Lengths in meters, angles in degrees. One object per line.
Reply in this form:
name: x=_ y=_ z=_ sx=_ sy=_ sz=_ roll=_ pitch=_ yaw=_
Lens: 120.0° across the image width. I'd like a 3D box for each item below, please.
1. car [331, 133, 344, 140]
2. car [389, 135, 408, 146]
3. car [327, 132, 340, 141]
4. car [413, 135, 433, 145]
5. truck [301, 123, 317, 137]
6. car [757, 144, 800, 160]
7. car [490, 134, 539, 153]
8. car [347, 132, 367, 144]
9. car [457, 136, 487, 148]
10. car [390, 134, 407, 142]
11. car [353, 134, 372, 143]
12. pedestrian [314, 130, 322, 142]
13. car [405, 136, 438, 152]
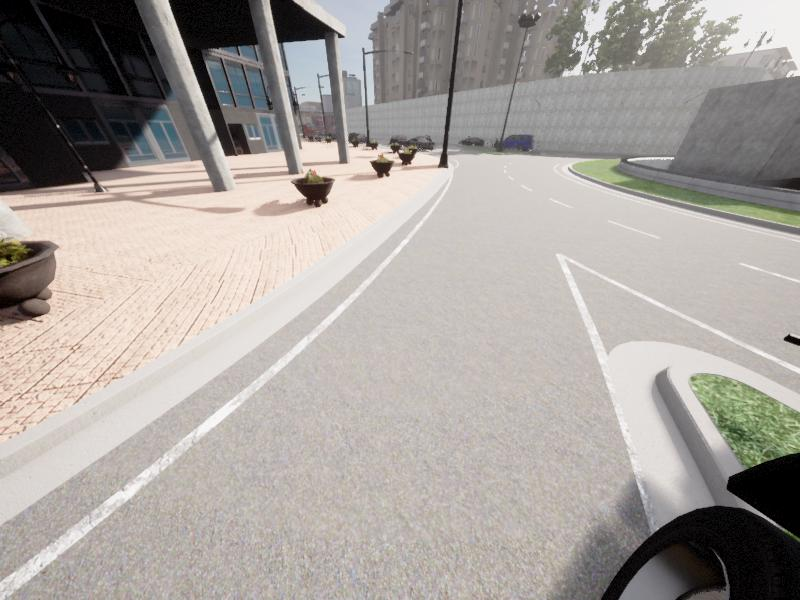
car: x=-17.396 y=-45.399 z=64.018 sx=1.994 sy=1.385 sz=4.181 roll=-19 pitch=41 yaw=-25
car: x=-0.266 y=-28.872 z=41.810 sx=1.845 sy=1.501 sz=3.633 roll=-19 pitch=41 yaw=-25
car: x=-16.642 y=-40.752 z=57.588 sx=1.851 sy=1.617 sz=3.988 roll=-19 pitch=41 yaw=-25
car: x=4.470 y=-32.098 z=46.253 sx=1.851 sy=1.617 sz=3.988 roll=-19 pitch=41 yaw=-25
truck: x=-33.071 y=-61.627 z=83.677 sx=2.891 sy=3.827 sz=8.468 roll=-19 pitch=41 yaw=-25
car: x=50.390 y=-19.739 z=30.711 sx=5.027 sy=1.651 sz=2.152 roll=-19 pitch=41 yaw=-25
car: x=16.357 y=-22.566 z=33.190 sx=2.150 sy=2.045 sz=5.566 roll=-30 pitch=47 yaw=-35
car: x=-8.719 y=-32.896 z=46.794 sx=1.932 sy=1.855 sz=4.605 roll=-21 pitch=41 yaw=-27
car: x=12.741 y=-28.198 z=41.240 sx=1.837 sy=1.490 sz=4.892 roll=-22 pitch=43 yaw=-28
car: x=-0.345 y=-40.731 z=57.952 sx=1.882 sy=1.535 sz=5.008 roll=-19 pitch=41 yaw=-25
car: x=-8.543 y=-36.772 z=52.524 sx=2.152 sy=1.651 sz=5.027 roll=-19 pitch=41 yaw=-25
pedestrian: x=-15.652 y=-31.149 z=43.985 sx=0.751 sy=1.860 sz=0.751 roll=30 pitch=45 yaw=33
car: x=2.823 y=-21.426 z=31.647 sx=1.930 sy=1.638 sz=5.238 roll=-16 pitch=39 yaw=-22
